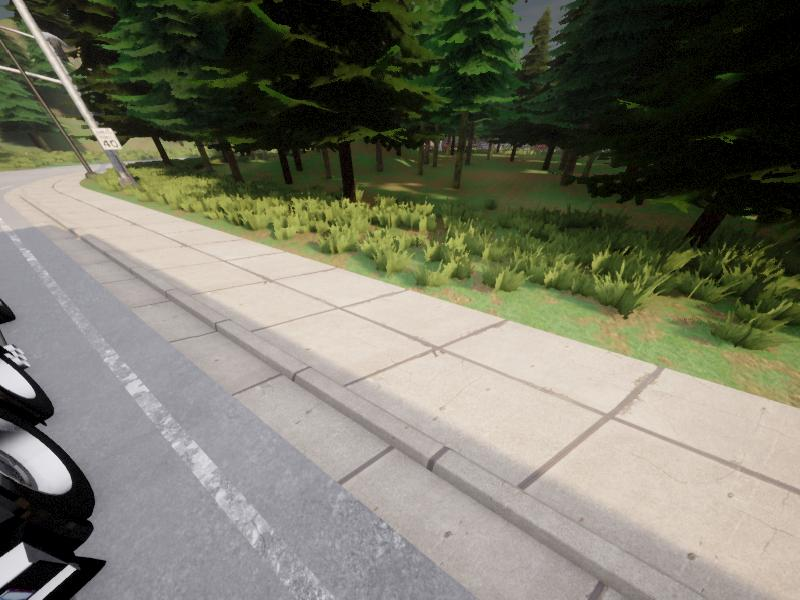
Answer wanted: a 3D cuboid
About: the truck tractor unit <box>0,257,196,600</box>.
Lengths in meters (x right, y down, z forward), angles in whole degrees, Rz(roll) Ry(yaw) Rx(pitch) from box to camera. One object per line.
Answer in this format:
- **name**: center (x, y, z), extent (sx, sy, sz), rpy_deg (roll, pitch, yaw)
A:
- **truck tractor unit**: center (-5.099, -0.312, 0.797), extent (6.516, 4.208, 3.053), rpy_deg (19, 39, 25)
